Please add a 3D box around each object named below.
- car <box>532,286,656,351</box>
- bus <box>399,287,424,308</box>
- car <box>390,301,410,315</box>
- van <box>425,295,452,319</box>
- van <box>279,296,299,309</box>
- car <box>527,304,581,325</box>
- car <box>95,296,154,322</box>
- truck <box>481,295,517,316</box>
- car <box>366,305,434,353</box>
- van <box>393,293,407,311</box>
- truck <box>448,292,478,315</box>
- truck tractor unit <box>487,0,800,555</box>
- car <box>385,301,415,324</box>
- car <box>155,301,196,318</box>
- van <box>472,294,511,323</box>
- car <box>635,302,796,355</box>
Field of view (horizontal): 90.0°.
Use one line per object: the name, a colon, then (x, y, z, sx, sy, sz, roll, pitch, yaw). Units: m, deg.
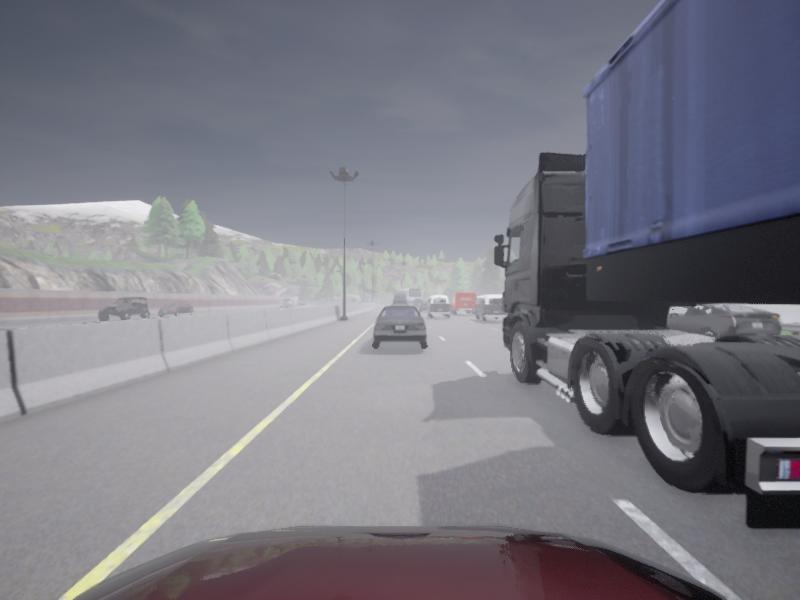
car: (6.988, 0.579, 15.306, 2.150, 2.045, 5.566, 0, 0, 1)
bus: (2.330, -0.479, 88.501, 3.944, 4.253, 10.273, 0, 0, -8)
car: (-0.003, 0.856, 44.413, 2.038, 1.542, 4.974, 0, 0, 0)
van: (3.495, 0.596, 36.895, 2.069, 2.038, 4.480, 0, 0, 0)
van: (-21.144, 0.424, 76.410, 2.351, 2.431, 6.366, 0, 0, -2)
car: (10.497, 0.962, 27.676, 1.895, 1.301, 4.718, 0, 0, 0)
car: (-21.004, 0.666, 30.721, 1.905, 1.878, 3.866, 0, 0, 0)
truck: (10.496, 0.571, 42.949, 2.390, 2.098, 6.274, 0, 0, 0)
car: (0.000, 0.904, 14.783, 2.033, 1.411, 5.357, 0, 0, 0)
van: (-0.001, 0.355, 57.972, 1.988, 2.561, 5.915, 0, -1, 0)
truck: (6.994, 0.384, 44.984, 2.627, 2.467, 5.204, 0, 0, 0)
truck tractor unit: (3.496, -0.518, 5.749, 3.053, 4.208, 6.516, 0, 0, 0)
car: (-0.001, 0.848, 29.551, 2.038, 1.542, 4.974, 0, 0, 0)
car: (-21.004, 0.840, 37.656, 1.789, 1.549, 3.705, 0, 0, 0)
van: (6.998, 0.597, 31.068, 2.069, 2.038, 4.480, 0, 1, 0)
car: (10.498, 0.838, 13.876, 2.007, 1.525, 4.514, 0, 0, 0)
